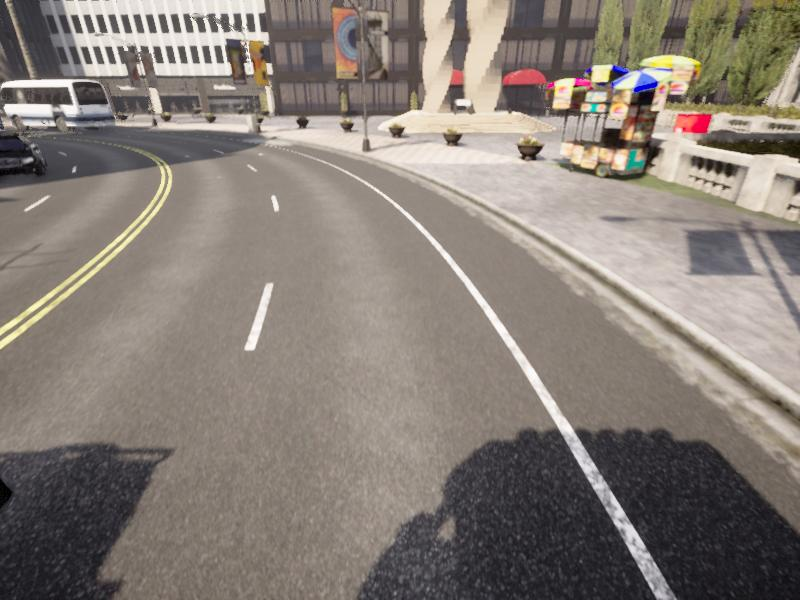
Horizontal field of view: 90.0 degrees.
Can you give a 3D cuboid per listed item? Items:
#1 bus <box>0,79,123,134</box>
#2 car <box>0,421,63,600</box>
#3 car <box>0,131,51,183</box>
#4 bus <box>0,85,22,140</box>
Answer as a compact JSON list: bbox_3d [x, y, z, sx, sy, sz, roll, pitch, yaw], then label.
[{"bbox_3d":[-32.086,-18.004,37.163,10.273,4.253,3.944,9,28,17],"label":"bus"},{"bbox_3d":[-3.536,2.021,0.655,1.932,1.855,4.605,-1,27,-2],"label":"car"},{"bbox_3d":[-16.640,-6.226,17.152,2.038,1.542,4.974,-19,33,-32],"label":"car"},{"bbox_3d":[-34.789,-13.739,28.934,10.273,4.253,3.944,1,27,5],"label":"bus"}]
